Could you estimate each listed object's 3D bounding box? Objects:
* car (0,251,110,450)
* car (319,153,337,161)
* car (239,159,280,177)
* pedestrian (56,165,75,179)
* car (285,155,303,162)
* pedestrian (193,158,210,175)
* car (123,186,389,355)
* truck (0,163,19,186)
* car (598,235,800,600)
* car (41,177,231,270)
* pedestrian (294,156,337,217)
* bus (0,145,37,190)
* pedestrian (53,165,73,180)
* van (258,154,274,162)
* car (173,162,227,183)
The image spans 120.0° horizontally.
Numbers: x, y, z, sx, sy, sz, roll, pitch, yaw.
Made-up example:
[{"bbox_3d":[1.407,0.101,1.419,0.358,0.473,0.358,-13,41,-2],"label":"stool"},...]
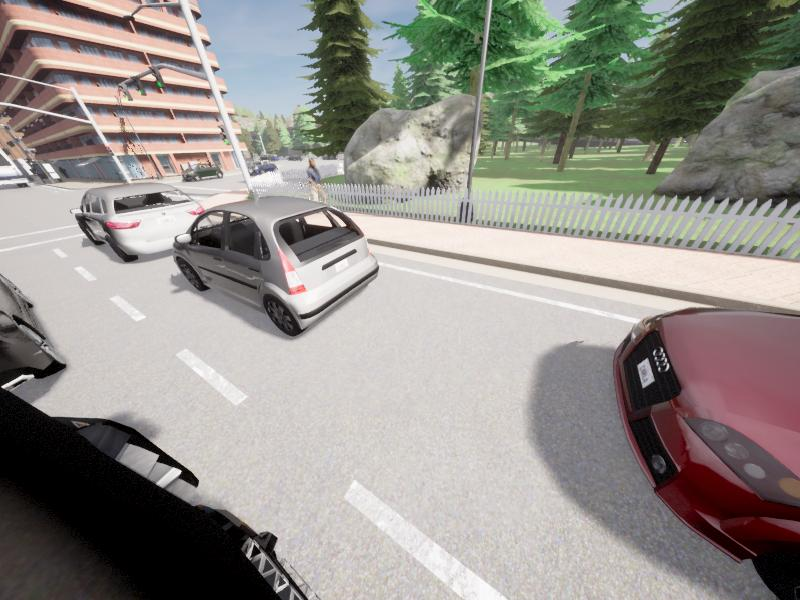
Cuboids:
[{"bbox_3d":[-6.015,0.308,2.585,4.902,1.511,2.128,16,38,27],"label":"car"},{"bbox_3d":[-18.139,-36.062,58.298,2.033,1.411,5.357,-26,40,-31],"label":"car"},{"bbox_3d":[-16.471,-15.684,27.412,1.970,1.475,3.806,4,34,10],"label":"car"},{"bbox_3d":[-51.935,-19.853,35.877,0.751,1.860,0.751,15,38,25],"label":"pedestrian"},{"bbox_3d":[-29.208,-39.003,63.494,4.892,1.490,1.837,18,39,28],"label":"car"},{"bbox_3d":[-25.966,-17.525,30.254,0.751,1.860,0.751,9,35,18],"label":"pedestrian"},{"bbox_3d":[-2.423,-0.928,4.081,3.988,1.617,1.851,16,38,27],"label":"car"},{"bbox_3d":[-60.300,-18.901,33.628,8.468,3.827,2.891,16,38,27],"label":"truck"},{"bbox_3d":[3.739,0.999,0.916,4.181,1.385,1.994,18,39,28],"label":"car"},{"bbox_3d":[-7.776,-2.547,6.877,4.611,1.667,2.242,17,38,27],"label":"car"},{"bbox_3d":[-2.977,-4.063,8.296,0.751,1.860,0.751,16,38,26],"label":"pedestrian"},{"bbox_3d":[-49.467,-15.798,27.737,10.273,4.253,3.944,16,38,27],"label":"bus"},{"bbox_3d":[-51.327,-19.458,35.235,0.751,1.860,0.751,8,35,17],"label":"pedestrian"},{"bbox_3d":[-40.266,-42.606,69.340,4.442,1.987,1.775,17,38,27],"label":"van"},{"bbox_3d":[-21.157,-13.660,24.657,1.789,1.549,3.705,9,35,17],"label":"car"}]
